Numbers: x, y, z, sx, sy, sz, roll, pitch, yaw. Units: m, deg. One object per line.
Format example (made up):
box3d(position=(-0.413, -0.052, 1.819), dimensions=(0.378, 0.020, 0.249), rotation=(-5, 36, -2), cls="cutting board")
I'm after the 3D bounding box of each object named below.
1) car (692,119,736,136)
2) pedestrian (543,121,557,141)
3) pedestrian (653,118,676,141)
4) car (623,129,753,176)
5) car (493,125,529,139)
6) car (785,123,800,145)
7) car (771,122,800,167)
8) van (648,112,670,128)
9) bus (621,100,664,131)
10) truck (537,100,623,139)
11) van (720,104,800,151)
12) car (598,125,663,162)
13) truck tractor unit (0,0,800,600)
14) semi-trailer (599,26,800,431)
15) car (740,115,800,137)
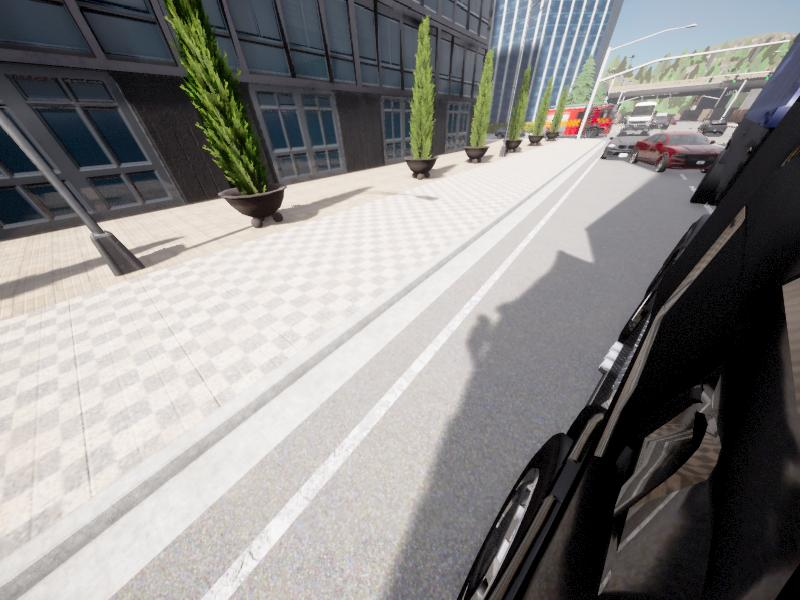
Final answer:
box3d(position=(37.952, -20.984, 28.075), dimensions=(2.128, 1.511, 4.902), rotation=(24, 45, 31), cls="car")
box3d(position=(18.404, -20.748, 28.371), dimensions=(0.751, 1.860, 0.751), rotation=(23, 44, 30), cls="pedestrian")
box3d(position=(27.497, -17.748, 24.061), dimensions=(0.751, 1.860, 0.751), rotation=(21, 43, 28), cls="pedestrian")
box3d(position=(13.563, -7.453, 11.471), dimensions=(1.882, 1.535, 5.008), rotation=(11, 39, 17), cls="car")
box3d(position=(18.264, -27.709, 38.166), dimensions=(4.856, 1.649, 2.033), rotation=(24, 44, 31), cls="car")
box3d(position=(30.860, -12.081, 16.559), dimensions=(1.801, 1.575, 5.366), rotation=(25, 45, 32), cls="car")
box3d(position=(20.069, -7.053, 10.455), dimensions=(1.930, 1.638, 5.238), rotation=(24, 44, 31), cls="car")
box3d(position=(55.766, -38.717, 49.807), dimensions=(1.988, 2.561, 5.915), rotation=(24, 44, 31), cls="van")
box3d(position=(47.635, -36.310, 45.662), dimensions=(3.944, 4.253, 10.273), rotation=(24, 44, 31), cls="bus")
box3d(position=(24.933, -25.245, 32.635), dimensions=(8.468, 3.827, 2.891), rotation=(29, 47, 35), cls="truck")
box3d(position=(26.811, -12.651, 16.862), dimensions=(2.351, 2.431, 6.366), rotation=(24, 44, 31), cls="van")
box3d(position=(14.924, -10.235, 15.009), dimensions=(2.242, 1.667, 4.611), rotation=(25, 44, 32), cls="car")
box3d(position=(2.645, -0.295, 0.351), dimensions=(6.516, 4.208, 3.053), rotation=(-28, 44, -30), cls="truck tractor unit")
box3d(position=(8.617, -3.659, 4.307), dimensions=(14.254, 4.402, 2.717), rotation=(-29, 44, -31), cls="semi-trailer")
box3d(position=(38.518, -18.129, 24.091), dimensions=(2.242, 1.667, 4.611), rotation=(24, 44, 31), cls="car")
